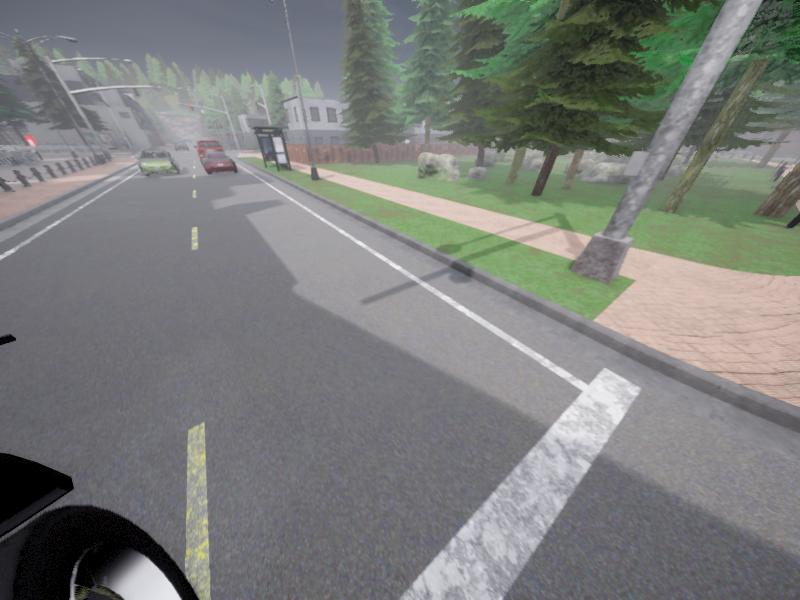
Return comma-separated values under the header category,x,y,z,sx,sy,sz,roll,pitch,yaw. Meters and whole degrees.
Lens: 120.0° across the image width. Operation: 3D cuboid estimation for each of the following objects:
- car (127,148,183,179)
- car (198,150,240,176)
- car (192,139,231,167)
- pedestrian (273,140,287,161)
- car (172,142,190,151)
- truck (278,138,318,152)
category,x,y,z,sx,sy,sz,roll,pitch,yaw
car,-17.307,-9.929,16.595,2.007,1.525,4.514,-22,41,-29
car,-13.963,-10.604,17.746,1.994,1.385,4.181,-22,41,-29
car,-18.665,-14.615,22.830,2.150,2.045,5.566,-22,41,-29
pedestrian,-13.063,-16.304,25.182,0.751,1.860,0.751,-21,41,-28
car,-42.656,-29.970,45.065,1.994,1.385,4.181,-22,41,-29
truck,-19.520,-29.768,44.433,6.274,2.098,2.390,-29,45,-35
